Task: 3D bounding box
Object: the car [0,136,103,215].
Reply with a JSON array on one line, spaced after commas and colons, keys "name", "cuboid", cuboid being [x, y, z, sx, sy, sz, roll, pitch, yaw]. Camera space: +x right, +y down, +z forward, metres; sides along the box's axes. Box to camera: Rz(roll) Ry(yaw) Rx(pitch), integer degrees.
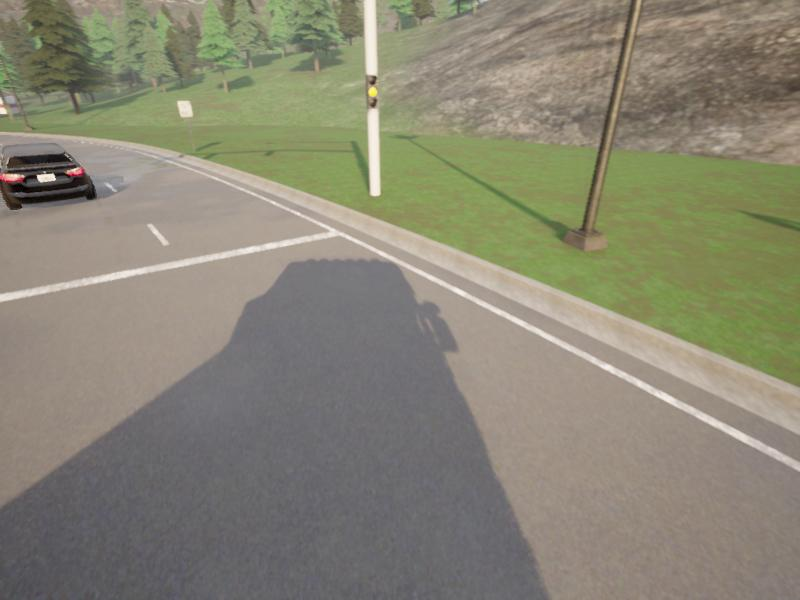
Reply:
[{"name": "car", "cuboid": [-11.774, -4.266, 13.124, 2.242, 1.667, 4.611, -23, 35, -37]}]
